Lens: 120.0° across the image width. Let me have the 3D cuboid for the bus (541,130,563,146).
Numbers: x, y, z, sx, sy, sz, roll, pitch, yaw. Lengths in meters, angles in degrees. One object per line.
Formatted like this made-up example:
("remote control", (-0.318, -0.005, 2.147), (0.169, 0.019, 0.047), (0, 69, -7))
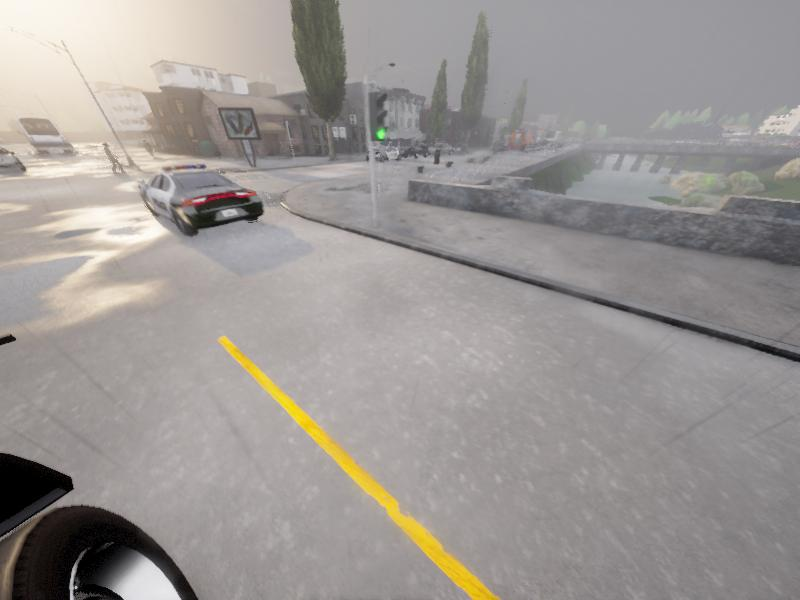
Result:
("bus", (52.108, -55.366, 79.130), (3.944, 4.253, 10.273), (23, 41, 29))

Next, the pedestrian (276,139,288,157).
("pedestrian", (-14.553, -18.728, 28.512), (0.751, 1.860, 0.751), (-7, 36, -10))

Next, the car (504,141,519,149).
("car", (28.697, -39.866, 59.238), (1.930, 1.638, 5.238), (23, 41, 29))

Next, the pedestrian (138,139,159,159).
("pedestrian", (-28.155, -16.960, 25.890), (0.751, 1.860, 0.751), (21, 40, 26))

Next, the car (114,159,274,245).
("car", (-6.519, -3.346, 7.268), (4.974, 1.542, 2.038), (23, 41, 29))

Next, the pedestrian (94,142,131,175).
("pedestrian", (-19.478, -9.601, 15.705), (0.751, 1.860, 0.751), (25, 42, 30))

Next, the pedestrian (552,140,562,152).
("pedestrian", (28.437, -27.861, 41.804), (0.751, 1.860, 0.751), (30, 45, 35))

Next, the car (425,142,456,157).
("car", (6.039, -22.236, 34.075), (2.152, 1.651, 5.027), (23, 41, 29))

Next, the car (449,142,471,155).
("car", (10.117, -25.412, 38.623), (1.851, 1.617, 3.988), (23, 41, 29))

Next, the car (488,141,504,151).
("car", (21.246, -34.030, 51.000), (1.851, 1.617, 3.988), (23, 41, 29))

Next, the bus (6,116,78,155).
("bus", (-53.738, -24.656, 34.737), (10.273, 4.253, 3.944), (23, 41, 29))

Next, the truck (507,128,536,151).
("truck", (27.123, -35.645, 51.340), (2.891, 3.827, 8.468), (23, 41, 29))

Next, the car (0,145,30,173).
("car", (-30.393, -10.727, 17.478), (3.988, 1.617, 1.851), (23, 41, 29))

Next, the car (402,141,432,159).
("car", (2.190, -19.347, 29.715), (1.905, 1.878, 3.866), (23, 41, 29))

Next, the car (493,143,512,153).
("car", (19.121, -28.472, 43.150), (1.816, 1.474, 4.193), (23, 41, 29))

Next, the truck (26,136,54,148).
("truck", (-78.736, -34.596, 50.499), (6.274, 2.098, 2.390), (23, 41, 29))

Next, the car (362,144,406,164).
("car", (-1.648, -16.192, 25.523), (2.038, 1.542, 4.974), (24, 41, 29))
